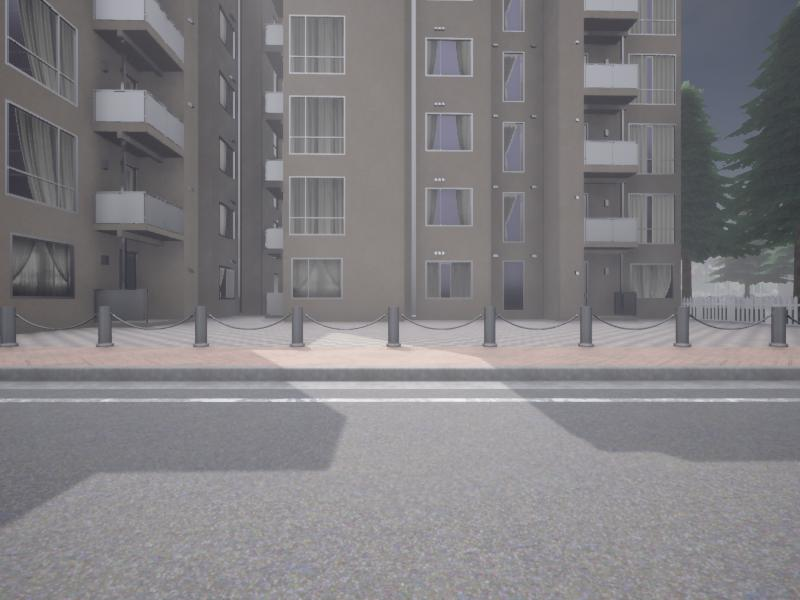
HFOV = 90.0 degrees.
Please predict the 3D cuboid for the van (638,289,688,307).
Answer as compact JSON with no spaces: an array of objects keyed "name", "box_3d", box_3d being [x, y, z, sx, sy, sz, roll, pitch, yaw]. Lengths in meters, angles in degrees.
[{"name":"van","box_3d":[37.617,-0.278,57.273,5.915,2.561,1.988,0,0,-1]}]
